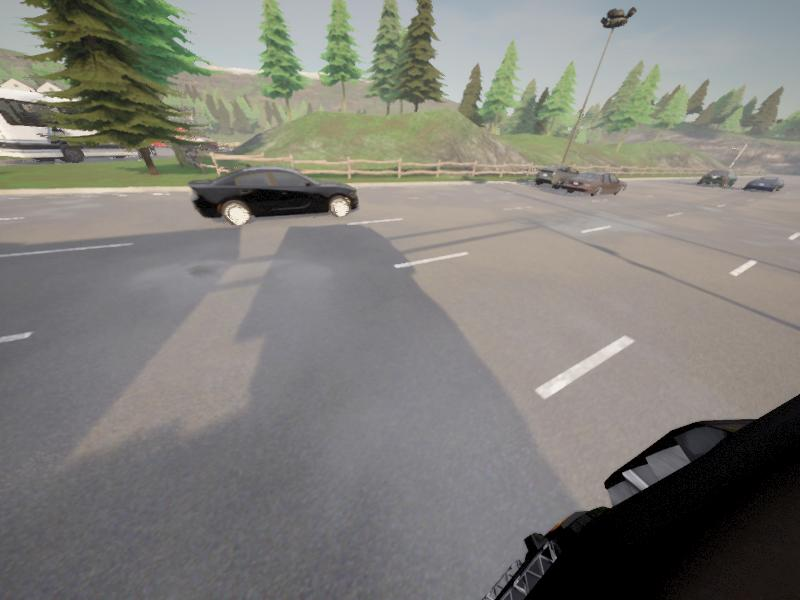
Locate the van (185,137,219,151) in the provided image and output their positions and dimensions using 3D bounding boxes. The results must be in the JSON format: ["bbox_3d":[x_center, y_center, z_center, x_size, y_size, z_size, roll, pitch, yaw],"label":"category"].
[{"bbox_3d":[-37.870,-29.943,44.310,4.442,1.987,1.775,-14,37,-24],"label":"van"}]

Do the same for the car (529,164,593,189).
[{"bbox_3d":[13.303,-10.251,19.136,4.514,1.525,2.007,-14,37,-24],"label":"car"}]

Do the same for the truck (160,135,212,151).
[{"bbox_3d":[-37.720,-27.844,41.051,6.274,2.098,2.390,-14,37,-24],"label":"truck"}]

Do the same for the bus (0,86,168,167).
[{"bbox_3d":[-26.322,-13.668,18.624,3.944,4.253,10.273,5,33,1],"label":"bus"}]

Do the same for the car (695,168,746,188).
[{"bbox_3d":[37.496,-14.353,27.033,4.553,1.767,2.097,-14,37,-24],"label":"car"}]

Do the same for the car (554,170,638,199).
[{"bbox_3d":[13.585,-8.080,16.002,5.357,1.411,2.033,-14,37,-24],"label":"car"}]

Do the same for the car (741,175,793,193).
[{"bbox_3d":[38.863,-12.339,24.490,4.181,1.385,1.994,-14,37,-24],"label":"car"}]

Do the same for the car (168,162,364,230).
[{"bbox_3d":[-3.942,-3.665,7.796,5.008,1.535,1.882,-15,37,-24],"label":"car"}]
